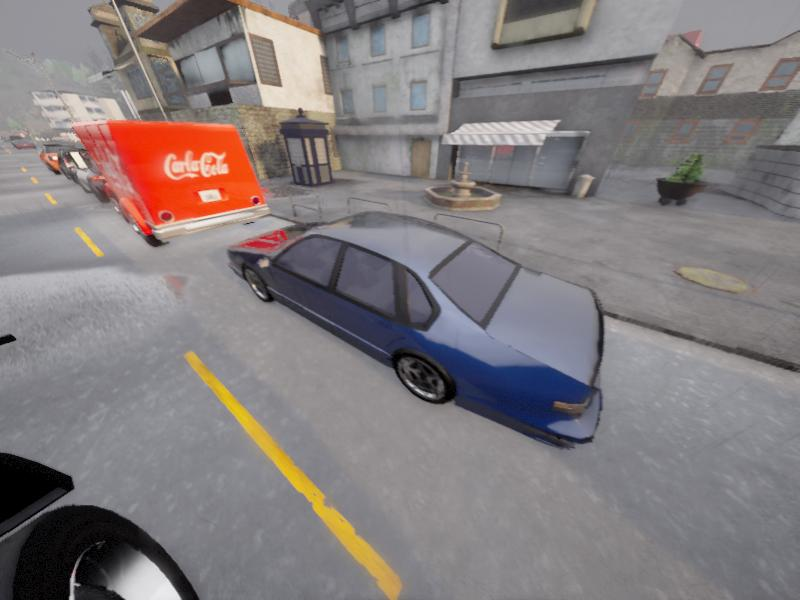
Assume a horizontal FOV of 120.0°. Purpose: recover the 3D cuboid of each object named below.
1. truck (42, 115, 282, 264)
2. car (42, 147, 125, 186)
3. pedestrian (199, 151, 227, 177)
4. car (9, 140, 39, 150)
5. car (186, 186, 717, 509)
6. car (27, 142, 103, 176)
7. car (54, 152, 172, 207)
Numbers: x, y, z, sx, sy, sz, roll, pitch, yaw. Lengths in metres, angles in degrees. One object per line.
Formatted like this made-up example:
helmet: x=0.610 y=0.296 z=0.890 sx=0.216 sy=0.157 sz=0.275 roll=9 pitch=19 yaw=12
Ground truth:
truck: x=-6.296 y=-3.260 z=6.289 sx=5.204 sy=2.467 sz=2.627 roll=22 pitch=41 yaw=28
car: x=-18.144 y=-7.757 z=13.259 sx=3.988 sy=1.617 sz=1.851 roll=22 pitch=41 yaw=28
pedestrian: x=-11.572 y=-8.427 z=14.328 sx=0.751 sy=1.300 sz=0.751 roll=23 pitch=41 yaw=28
car: x=-64.678 y=-26.727 z=39.731 sx=4.181 sy=1.385 sz=1.994 roll=21 pitch=40 yaw=26
car: x=-0.374 y=-0.392 z=3.242 sx=5.357 sy=1.411 sz=2.033 roll=22 pitch=41 yaw=28
car: x=-23.537 y=-10.040 z=16.259 sx=4.553 sy=1.767 sz=2.097 roll=22 pitch=41 yaw=28
car: x=-12.615 y=-5.462 z=10.145 sx=4.974 sy=1.542 sz=2.038 roll=22 pitch=41 yaw=28
